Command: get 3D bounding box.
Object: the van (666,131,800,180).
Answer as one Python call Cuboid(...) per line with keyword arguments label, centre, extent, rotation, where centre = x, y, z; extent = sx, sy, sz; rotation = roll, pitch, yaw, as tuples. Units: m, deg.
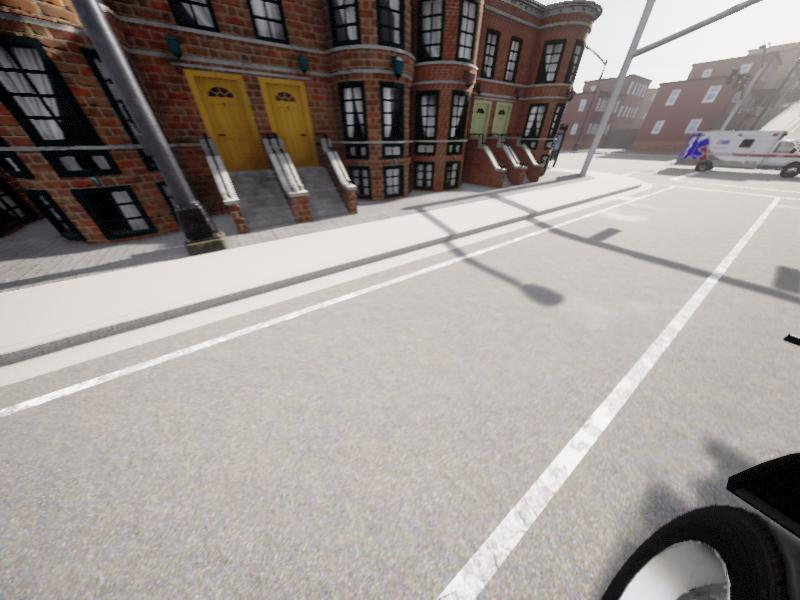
Cuboid(label="van", centre=(23.736, -10.121, 15.908), extent=(2.351, 2.431, 6.366), rotation=(-21, 40, -26))
